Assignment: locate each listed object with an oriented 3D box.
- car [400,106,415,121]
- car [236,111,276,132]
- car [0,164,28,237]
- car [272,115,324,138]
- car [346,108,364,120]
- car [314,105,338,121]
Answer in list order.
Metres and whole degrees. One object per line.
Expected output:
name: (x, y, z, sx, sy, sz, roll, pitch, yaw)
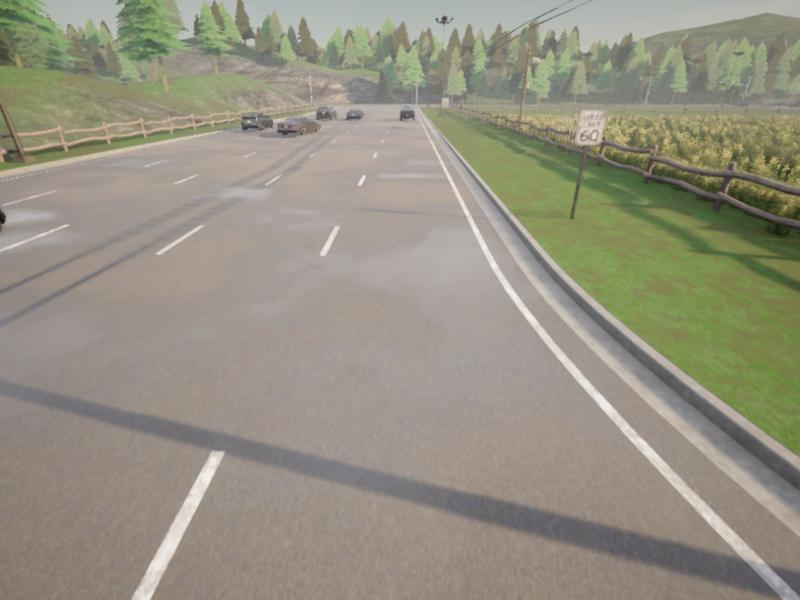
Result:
car: (0.968, -24.933, 53.294, 1.930, 1.638, 5.238, 1, 27, 1)
car: (-13.333, -16.725, 37.414, 2.007, 1.525, 4.514, 1, 27, 1)
car: (-10.394, -1.373, 7.564, 1.882, 1.535, 5.008, 1, 28, 1)
car: (-8.336, -14.546, 33.337, 2.033, 1.411, 5.357, 5, 28, 10)
car: (-6.021, -25.132, 53.956, 1.994, 1.385, 4.181, 1, 27, 1)
car: (-9.554, -24.445, 52.144, 2.097, 1.767, 4.553, 1, 27, 1)
